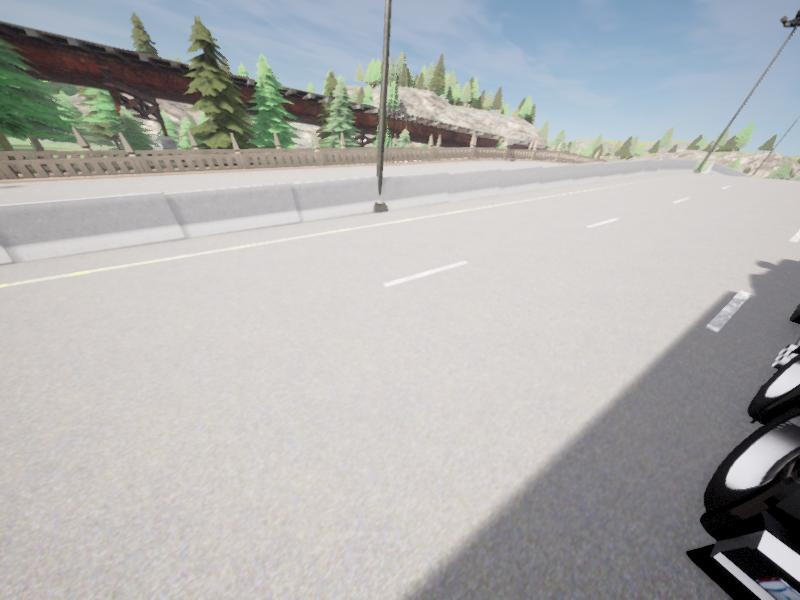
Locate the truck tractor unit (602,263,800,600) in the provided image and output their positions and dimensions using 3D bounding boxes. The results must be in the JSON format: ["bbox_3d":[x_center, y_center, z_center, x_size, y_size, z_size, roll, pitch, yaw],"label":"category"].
[{"bbox_3d":[5.107,-0.304,0.782,6.516,4.208,3.053,-18,39,-24],"label":"truck tractor unit"}]
